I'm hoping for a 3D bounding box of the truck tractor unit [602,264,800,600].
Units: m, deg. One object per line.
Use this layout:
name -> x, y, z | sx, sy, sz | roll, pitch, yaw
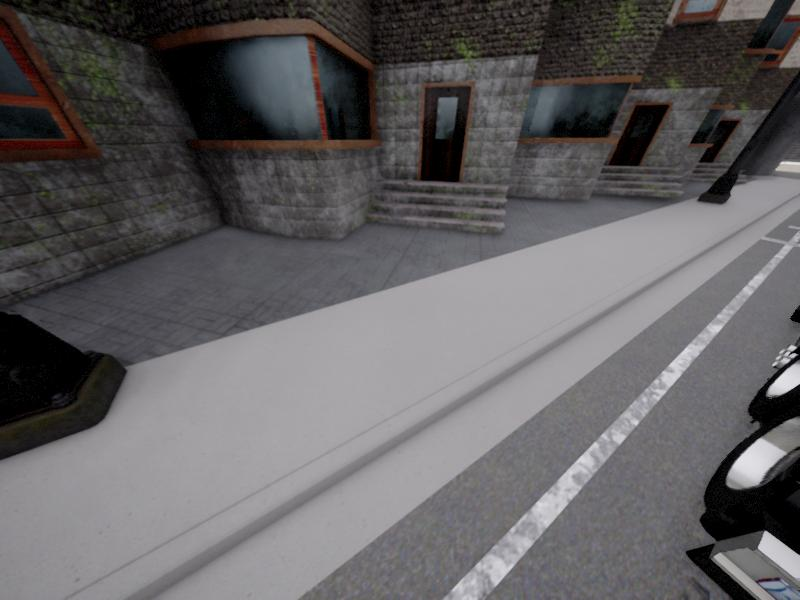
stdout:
truck tractor unit -> 5.108, -0.304, 0.782 | 6.516, 4.208, 3.053 | -18, 39, -24
